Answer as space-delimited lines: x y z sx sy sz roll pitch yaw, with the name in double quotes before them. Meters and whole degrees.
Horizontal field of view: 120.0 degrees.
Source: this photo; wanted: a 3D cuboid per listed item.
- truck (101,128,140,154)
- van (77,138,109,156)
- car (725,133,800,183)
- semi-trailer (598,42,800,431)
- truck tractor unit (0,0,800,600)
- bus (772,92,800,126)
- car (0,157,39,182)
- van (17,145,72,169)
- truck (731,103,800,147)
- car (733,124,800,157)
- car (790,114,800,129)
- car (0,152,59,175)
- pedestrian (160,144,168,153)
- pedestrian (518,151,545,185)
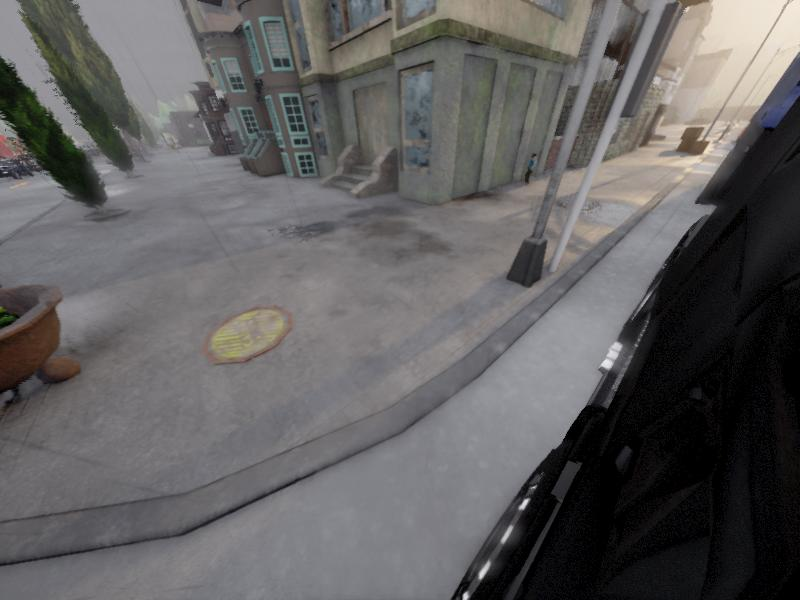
"truck" -56.420 -32.300 46.916 2.891 3.827 8.468 -28 44 -30
"van" -57.845 -29.052 43.719 1.988 2.561 5.915 -28 44 -30
"car" 15.927 -6.183 9.833 4.718 1.301 1.895 -28 44 -30
"semi-trailer" 8.688 -3.611 4.238 14.254 4.402 2.717 -28 44 -30
"truck tractor unit" 2.645 -0.295 0.351 6.516 4.208 3.053 -28 44 -30
"bus" 68.091 -32.254 38.884 10.273 4.253 3.944 -28 44 -30
"car" -30.985 -10.145 17.971 1.895 1.301 4.718 -28 44 -30
"van" -38.915 -15.848 25.475 1.775 1.987 4.442 -28 44 -30
"truck" 28.983 -13.658 18.001 5.204 2.467 2.627 -28 44 -30
"car" 22.838 -9.926 14.323 4.181 1.385 1.994 -29 44 -30
"car" 55.472 -24.344 31.298 5.238 1.638 1.930 -28 44 -30
"car" -35.160 -13.076 21.978 1.970 1.475 3.806 -28 44 -30
"pedestrian" -40.095 -25.748 39.255 0.500 1.100 0.500 -25 42 -27
"pedestrian" 5.126 -5.157 9.067 0.500 1.100 0.500 2 37 6
